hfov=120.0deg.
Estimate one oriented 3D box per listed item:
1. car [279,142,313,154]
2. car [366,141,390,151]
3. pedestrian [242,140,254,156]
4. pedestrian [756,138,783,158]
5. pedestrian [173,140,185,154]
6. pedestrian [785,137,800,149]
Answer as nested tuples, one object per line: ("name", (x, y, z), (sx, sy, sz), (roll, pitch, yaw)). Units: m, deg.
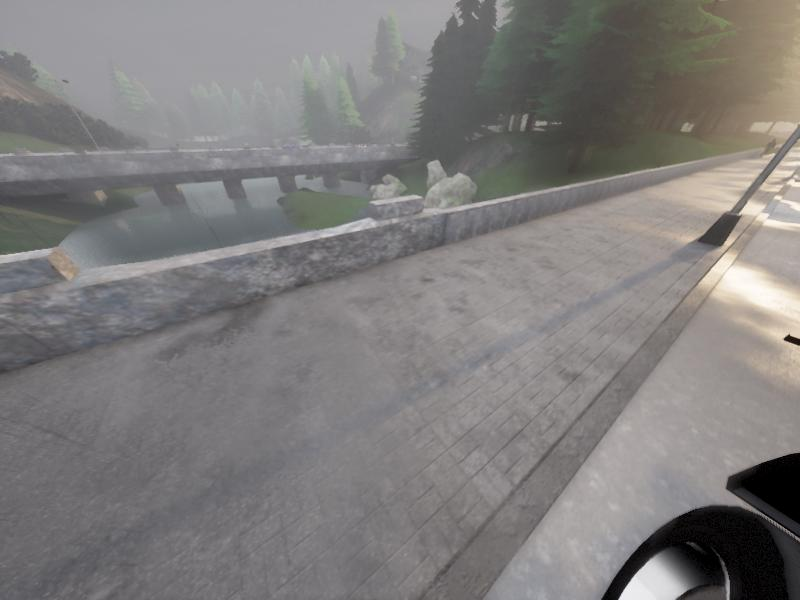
("car", (-18.532, -27.100, 41.151), (5.008, 1.535, 1.882), (-21, 40, -27))
("car", (-4.600, -32.463, 48.646), (4.514, 1.525, 2.007), (-21, 40, -27))
("pedestrian", (-22.253, -22.273, 33.835), (0.751, 1.860, 0.751), (-20, 40, -26))
("pedestrian", (41.717, -17.200, 26.101), (0.751, 1.860, 0.751), (-21, 40, -26))
("pedestrian", (-37.929, -26.272, 39.639), (0.751, 1.860, 0.751), (-20, 40, -25))
("pedestrian", (70.176, -28.008, 41.184), (0.751, 1.860, 0.751), (-22, 41, -28))
